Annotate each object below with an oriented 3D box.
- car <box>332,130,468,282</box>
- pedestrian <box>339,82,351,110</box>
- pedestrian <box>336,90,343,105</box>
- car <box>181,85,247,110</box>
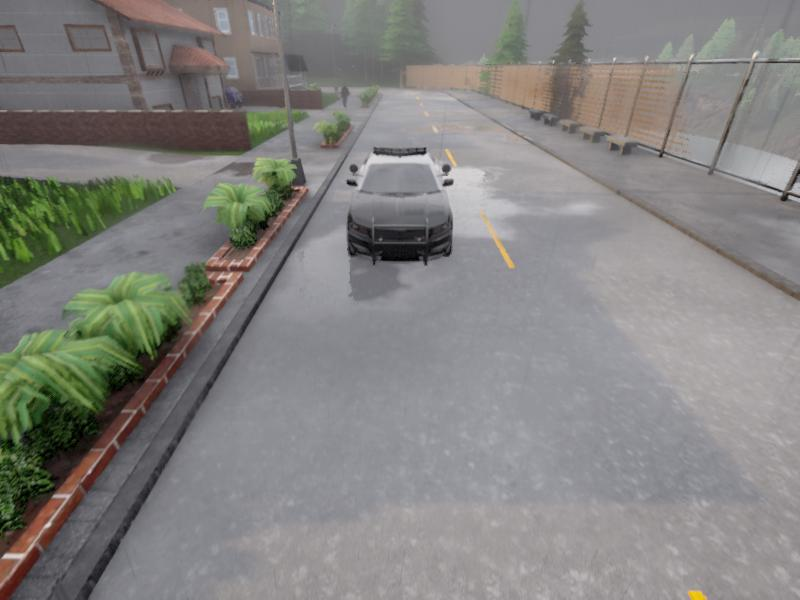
[{"bbox_3d":[0.000,-2.317,8.366,1.930,1.638,5.238,0,30,0],"label":"car"},{"bbox_3d":[-4.240,-15.690,30.802,0.751,1.860,0.751,-1,30,-2],"label":"pedestrian"},{"bbox_3d":[-5.307,-17.870,35.289,0.500,1.100,0.500,0,30,0],"label":"pedestrian"},{"bbox_3d":[-13.279,-14.568,28.762,3.633,1.501,1.845,0,30,0],"label":"car"}]
